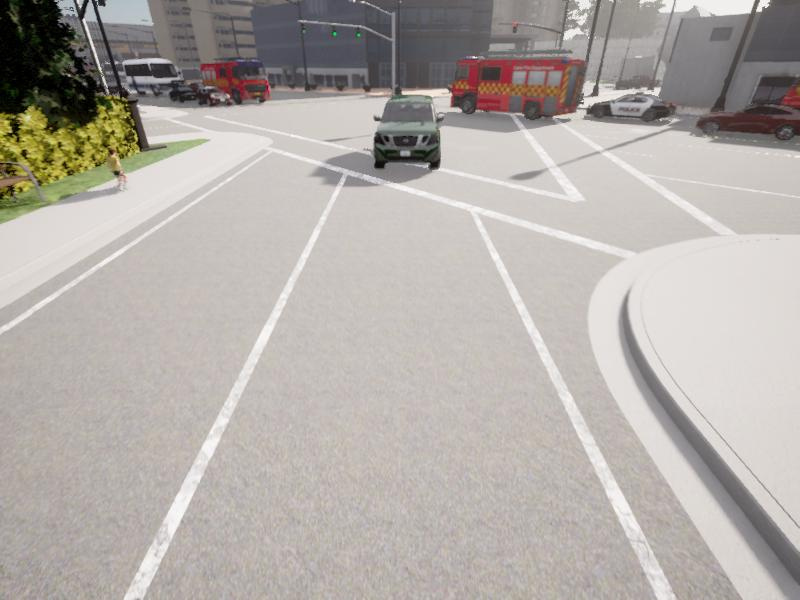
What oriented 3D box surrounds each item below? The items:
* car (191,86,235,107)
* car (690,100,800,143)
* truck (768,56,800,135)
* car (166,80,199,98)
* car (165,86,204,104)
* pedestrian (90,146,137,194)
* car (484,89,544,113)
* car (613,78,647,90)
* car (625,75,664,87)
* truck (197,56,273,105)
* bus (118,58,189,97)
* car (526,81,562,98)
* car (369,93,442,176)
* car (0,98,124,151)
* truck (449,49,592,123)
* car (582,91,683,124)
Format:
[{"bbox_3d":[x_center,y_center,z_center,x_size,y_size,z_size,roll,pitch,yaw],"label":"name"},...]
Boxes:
[{"bbox_3d":[-16.744,-18.202,35.785,1.970,1.475,3.806,-27,39,-37],"label":"car"},{"bbox_3d":[17.115,-8.637,19.192,1.812,1.442,4.674,-27,39,-37],"label":"car"},{"bbox_3d":[22.894,-9.275,17.873,2.891,3.827,8.468,-26,39,-38],"label":"truck"},{"bbox_3d":[-26.194,-25.484,48.228,3.866,1.878,1.905,26,39,38],"label":"car"},{"bbox_3d":[-21.644,-20.612,40.157,1.994,1.385,4.181,-26,39,-37],"label":"car"},{"bbox_3d":[-7.306,-3.331,10.247,0.500,1.100,0.500,0,30,0],"label":"pedestrian"},{"bbox_3d":[8.881,-15.763,31.547,1.994,1.385,4.181,-18,35,-28],"label":"car"},{"bbox_3d":[33.796,-31.794,58.788,4.892,1.490,1.837,-18,35,-28],"label":"car"},{"bbox_3d":[41.605,-37.419,68.271,2.152,1.651,5.027,-24,38,-35],"label":"car"},{"bbox_3d":[-16.166,-21.392,38.968,2.891,3.827,8.468,-27,39,-38],"label":"truck"},{"bbox_3d":[-33.233,-29.943,53.793,10.273,4.253,3.944,23,37,35],"label":"bus"},{"bbox_3d":[16.311,-23.907,45.342,4.193,1.474,1.816,-26,39,-37],"label":"car"},{"bbox_3d":[0.339,-6.217,14.547,2.150,2.045,5.566,2,30,3],"label":"car"},{"bbox_3d":[-15.890,-8.021,18.077,5.027,1.651,2.152,-26,39,-37],"label":"car"},{"bbox_3d":[7.596,-14.458,26.883,2.891,3.827,8.468,-27,39,-37],"label":"truck"},{"bbox_3d":[14.691,-12.394,25.585,2.038,1.542,4.974,-27,39,-37],"label":"car"}]
